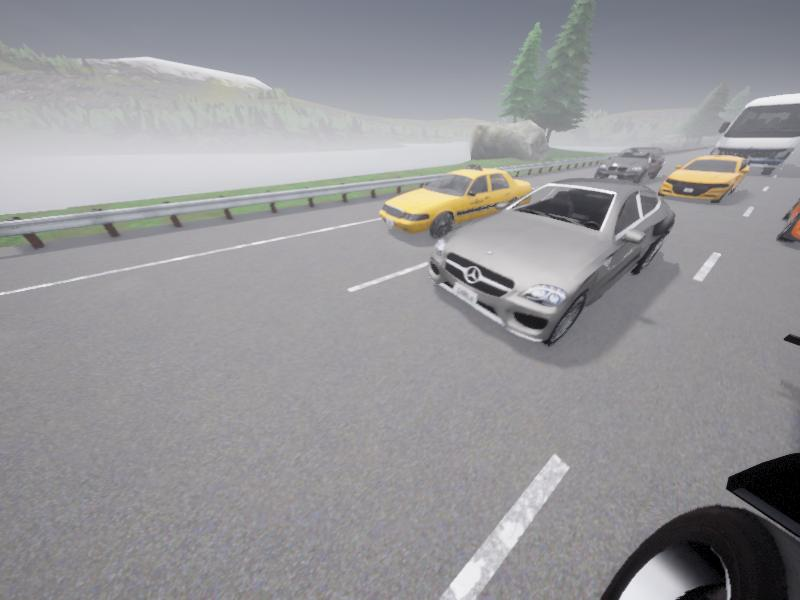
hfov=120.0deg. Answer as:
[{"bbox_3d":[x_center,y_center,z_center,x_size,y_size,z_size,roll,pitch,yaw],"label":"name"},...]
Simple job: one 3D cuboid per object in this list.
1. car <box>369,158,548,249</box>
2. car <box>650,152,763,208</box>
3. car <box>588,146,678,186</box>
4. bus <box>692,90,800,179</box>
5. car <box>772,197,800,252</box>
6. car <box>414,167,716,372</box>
[{"bbox_3d":[1.932,-3.209,7.055,5.366,1.575,1.801,-22,41,-28],"label":"car"},{"bbox_3d":[13.459,-5.425,10.123,5.008,1.535,1.882,-23,41,-27],"label":"car"},{"bbox_3d":[13.897,-8.122,13.819,4.611,1.667,2.242,-22,41,-28],"label":"car"},{"bbox_3d":[26.537,-11.778,16.644,10.273,4.253,3.944,-22,41,-28],"label":"bus"},{"bbox_3d":[11.516,-2.275,5.458,4.553,1.767,2.097,-22,41,-28],"label":"car"},{"bbox_3d":[2.933,-1.169,4.124,5.027,1.651,2.152,-22,41,-28],"label":"car"}]
